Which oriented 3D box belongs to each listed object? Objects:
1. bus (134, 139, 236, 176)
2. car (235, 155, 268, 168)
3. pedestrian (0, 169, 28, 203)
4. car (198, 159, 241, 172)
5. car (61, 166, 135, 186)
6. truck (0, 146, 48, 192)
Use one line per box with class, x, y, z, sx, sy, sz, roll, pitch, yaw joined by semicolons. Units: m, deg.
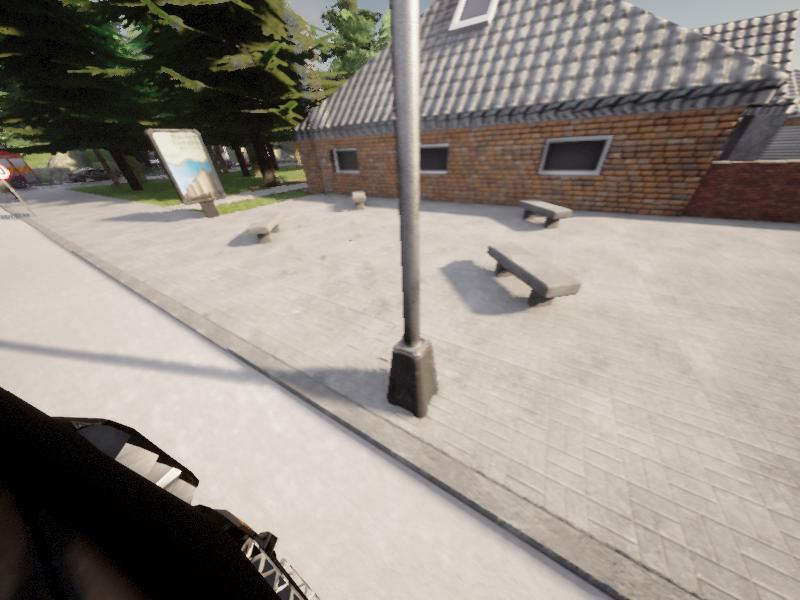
bus;-33.073;-22.635;36.487;3.944;4.253;10.273;16;38;26
car;-28.319;-26.478;44.097;2.097;1.767;4.553;16;38;26
pedestrian;-25.813;-7.392;15.040;0.751;1.860;0.751;-27;41;-32
car;-28.711;-21.510;36.956;1.837;1.490;4.892;16;38;26
car;-35.304;-14.683;27.234;1.837;1.490;4.892;12;37;22
truck;-41.373;-11.912;21.444;2.891;3.827;8.468;3;34;9
